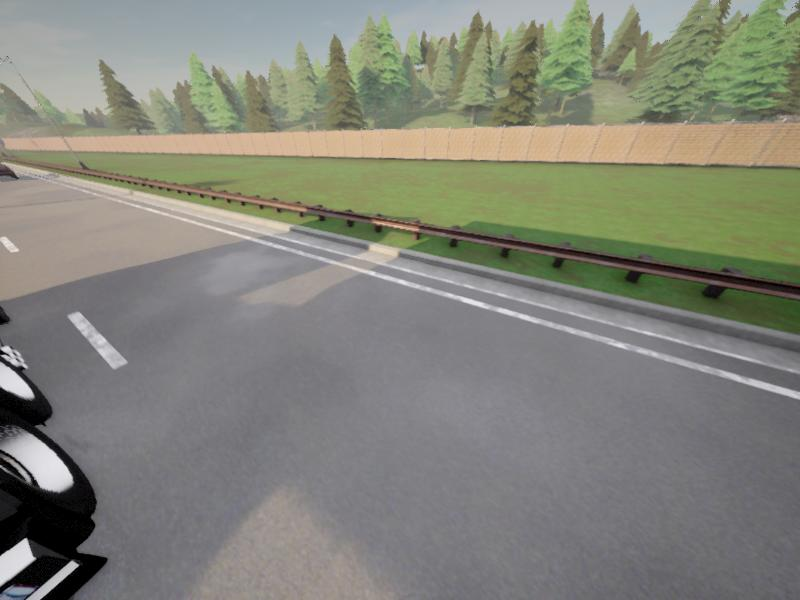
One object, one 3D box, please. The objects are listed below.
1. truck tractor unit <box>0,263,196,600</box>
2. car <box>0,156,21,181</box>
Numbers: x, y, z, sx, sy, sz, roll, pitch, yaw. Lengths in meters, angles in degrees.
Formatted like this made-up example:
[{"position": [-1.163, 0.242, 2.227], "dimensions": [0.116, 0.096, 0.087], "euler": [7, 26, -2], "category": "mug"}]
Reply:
[{"position": [-5.110, -0.301, 0.789], "dimensions": [6.516, 4.208, 3.053], "euler": [18, 39, 24], "category": "truck tractor unit"}, {"position": [-30.724, -9.783, 17.113], "dimensions": [4.674, 1.442, 1.812], "euler": [18, 39, 24], "category": "car"}]
